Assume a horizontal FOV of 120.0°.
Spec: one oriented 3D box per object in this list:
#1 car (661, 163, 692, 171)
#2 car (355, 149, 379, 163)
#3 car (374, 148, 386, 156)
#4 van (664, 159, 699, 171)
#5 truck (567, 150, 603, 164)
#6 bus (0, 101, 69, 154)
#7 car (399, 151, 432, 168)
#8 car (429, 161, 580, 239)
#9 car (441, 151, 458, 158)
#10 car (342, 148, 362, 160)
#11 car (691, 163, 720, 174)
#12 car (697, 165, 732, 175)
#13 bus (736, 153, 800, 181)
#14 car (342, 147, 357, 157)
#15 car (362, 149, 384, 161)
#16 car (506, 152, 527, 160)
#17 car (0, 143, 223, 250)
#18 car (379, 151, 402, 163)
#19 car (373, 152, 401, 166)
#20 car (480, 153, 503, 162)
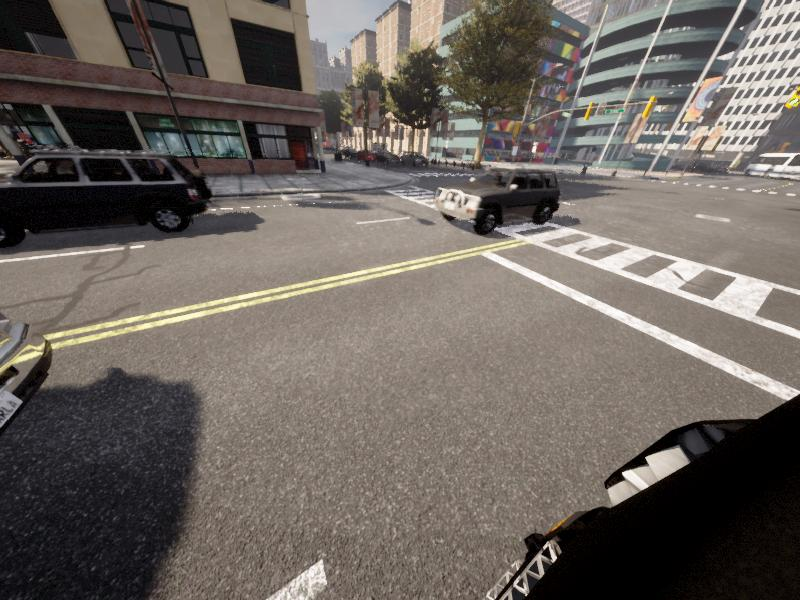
[{"bbox_3d":[78.517,-37.794,65.712,2.152,1.651,5.027,-3,34,-8],"label":"car"},{"bbox_3d":[-5.269,-22.687,36.326,2.007,1.525,4.514,-16,38,-26],"label":"car"},{"bbox_3d":[-5.364,-39.298,61.332,1.845,1.501,3.633,-16,38,-26],"label":"car"},{"bbox_3d":[81.820,-39.395,67.253,1.988,2.561,5.915,-3,34,-8],"label":"van"},{"bbox_3d":[63.982,-49.675,80.227,2.891,3.827,8.468,-16,38,-26],"label":"truck"},{"bbox_3d":[-41.975,-18.211,24.287,3.944,4.253,10.273,-16,38,-26],"label":"bus"},{"bbox_3d":[2.038,-19.385,31.787,2.242,1.667,4.611,-16,38,-26],"label":"car"},{"bbox_3d":[3.522,-3.586,7.921,4.605,1.855,1.932,-16,38,-26],"label":"car"},{"bbox_3d":[14.081,-41.409,65.884,2.161,1.482,4.786,-16,38,-26],"label":"car"},{"bbox_3d":[-8.579,-25.912,40.956,1.837,1.490,4.892,-16,38,-26],"label":"car"},{"bbox_3d":[74.608,-32.233,56.555,1.905,1.878,3.866,9,34,10],"label":"car"},{"bbox_3d":[78.300,-32.457,57.658,2.152,1.651,5.027,5,34,4],"label":"car"},{"bbox_3d":[73.841,-26.325,45.437,3.944,4.253,10.273,18,36,22],"label":"bus"},{"bbox_3d":[-11.111,-32.346,50.349,1.851,1.617,3.988,-16,38,-26],"label":"car"},{"bbox_3d":[-4.950,-26.218,41.682,2.128,1.511,4.902,-16,38,-26],"label":"car"},{"bbox_3d":[39.871,-49.394,79.203,2.435,2.045,5.566,-16,38,-26],"label":"car"},{"bbox_3d":[-7.550,-2.685,5.708,4.605,1.855,1.932,-16,38,-26],"label":"car"},{"bbox_3d":[-1.608,-22.852,36.999,1.994,1.385,4.181,-16,38,-26],"label":"car"},{"bbox_3d":[-1.894,-19.364,31.658,1.812,1.442,4.674,-16,38,-26],"label":"car"},{"bbox_3d":[23.468,-36.715,59.467,2.128,1.511,4.902,-16,38,-26],"label":"car"}]
